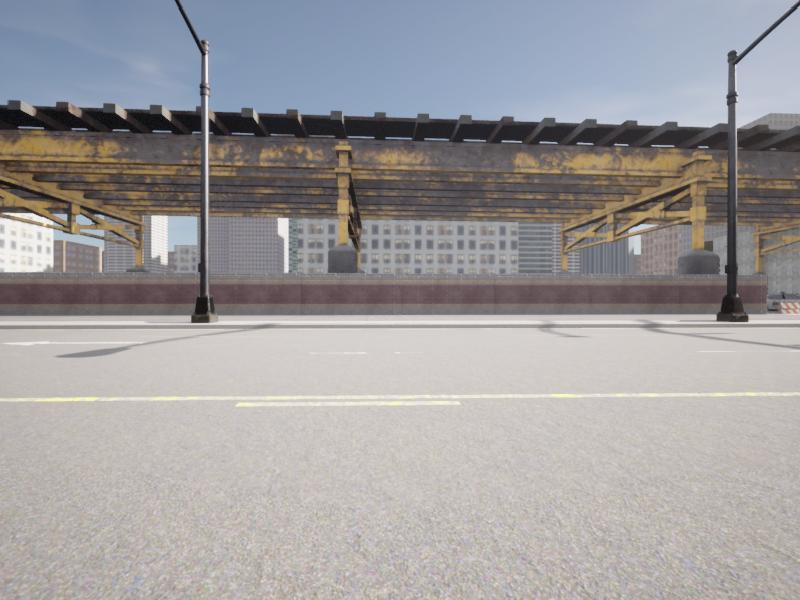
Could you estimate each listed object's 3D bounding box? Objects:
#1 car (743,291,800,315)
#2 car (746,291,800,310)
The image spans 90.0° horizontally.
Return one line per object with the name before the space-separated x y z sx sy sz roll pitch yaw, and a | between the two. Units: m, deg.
car | 27.003 0.196 27.666 4.974 1.542 2.038 0 0 42
car | 26.964 0.038 27.700 4.536 1.218 1.853 0 0 42
